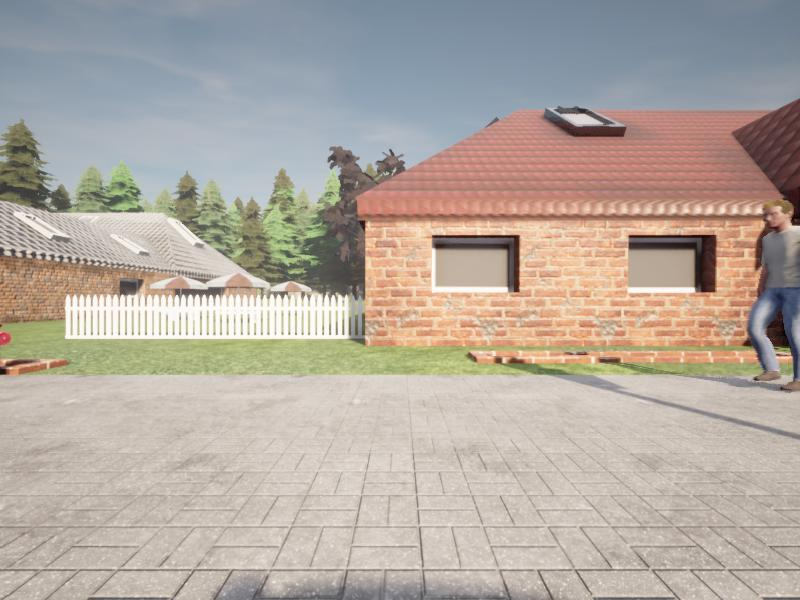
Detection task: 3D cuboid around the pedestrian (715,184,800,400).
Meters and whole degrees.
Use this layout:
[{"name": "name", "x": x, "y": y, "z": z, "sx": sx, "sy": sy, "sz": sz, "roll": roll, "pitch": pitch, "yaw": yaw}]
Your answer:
[{"name": "pedestrian", "x": 3.694, "y": -0.067, "z": 3.835, "sx": 0.751, "sy": 1.860, "sz": 0.751, "roll": 0, "pitch": 0, "yaw": -1}]
